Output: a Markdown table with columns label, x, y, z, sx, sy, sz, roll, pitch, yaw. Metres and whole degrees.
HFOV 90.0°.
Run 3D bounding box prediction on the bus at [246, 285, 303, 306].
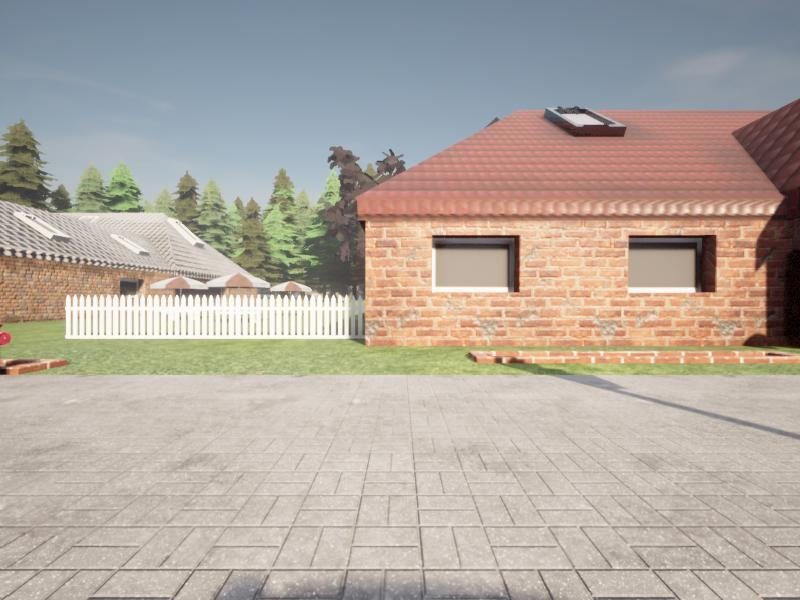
| label | x | y | z | sx | sy | sz | roll | pitch | yaw |
| --- | --- | --- | --- | --- | --- | --- | --- | --- | --- |
| bus | -25.134 | -0.919 | 80.737 | 10.273 | 4.253 | 3.944 | 0 | 0 | 0 |
